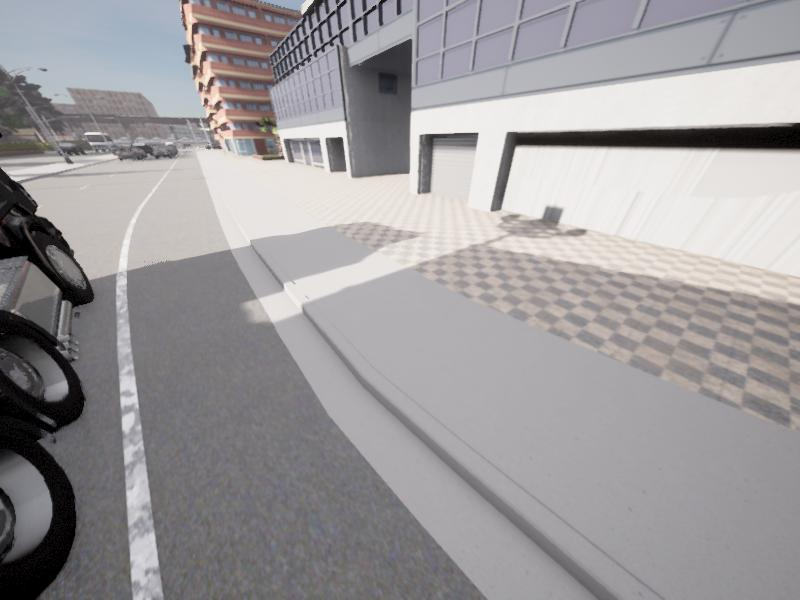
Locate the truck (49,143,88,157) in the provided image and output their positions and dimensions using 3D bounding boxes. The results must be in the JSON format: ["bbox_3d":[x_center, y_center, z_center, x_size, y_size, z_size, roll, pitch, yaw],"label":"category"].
[{"bbox_3d":[-63.817,-29.139,44.669,2.390,2.098,6.274,-23,41,-29],"label":"truck"}]

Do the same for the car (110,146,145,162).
[{"bbox_3d":[-39.325,-21.241,33.503,2.242,1.667,4.611,-23,41,-29],"label":"car"}]

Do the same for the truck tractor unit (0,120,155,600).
[{"bbox_3d":[-4.847,-0.505,1.073,6.516,4.208,3.053,28,44,34],"label":"truck tractor unit"}]

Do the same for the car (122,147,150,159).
[{"bbox_3d":[-43.385,-24.279,38.044,2.038,1.542,4.974,-23,41,-29],"label":"car"}]

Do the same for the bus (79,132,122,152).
[{"bbox_3d":[-79.887,-42.395,62.038,3.944,4.253,10.273,-23,41,-29],"label":"bus"}]

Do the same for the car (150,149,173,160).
[{"bbox_3d":[-37.555,-23.073,36.477,1.895,1.301,4.718,-23,41,-29],"label":"car"}]

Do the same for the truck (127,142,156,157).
[{"bbox_3d":[-48.606,-28.493,43.670,2.390,2.098,6.274,-23,41,-29],"label":"truck"}]
